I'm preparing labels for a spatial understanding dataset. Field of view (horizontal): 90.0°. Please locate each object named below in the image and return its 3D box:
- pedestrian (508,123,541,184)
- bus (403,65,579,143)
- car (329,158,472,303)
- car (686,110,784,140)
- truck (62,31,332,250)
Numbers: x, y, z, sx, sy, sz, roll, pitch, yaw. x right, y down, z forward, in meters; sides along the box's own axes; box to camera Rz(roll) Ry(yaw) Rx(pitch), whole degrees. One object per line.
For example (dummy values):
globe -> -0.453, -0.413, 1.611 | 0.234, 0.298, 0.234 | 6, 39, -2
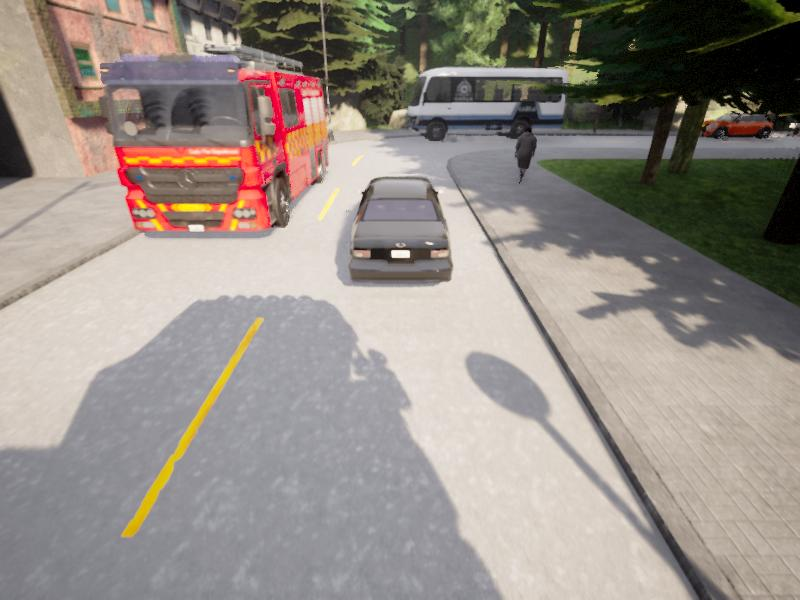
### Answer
pedestrian -> 4.284, -5.053, 13.791 | 0.751, 1.860, 0.751 | 11, 30, 20
bus -> 5.555, -12.888, 26.433 | 10.273, 4.253, 3.944 | -4, 27, -7
car -> 0.003, -1.826, 8.395 | 2.033, 1.411, 5.357 | 0, 28, 0
car -> 23.064, -12.143, 27.732 | 4.553, 1.767, 2.097 | 0, 28, 0
truck -> -4.153, -4.710, 11.263 | 2.891, 3.827, 8.468 | 0, 28, 0
